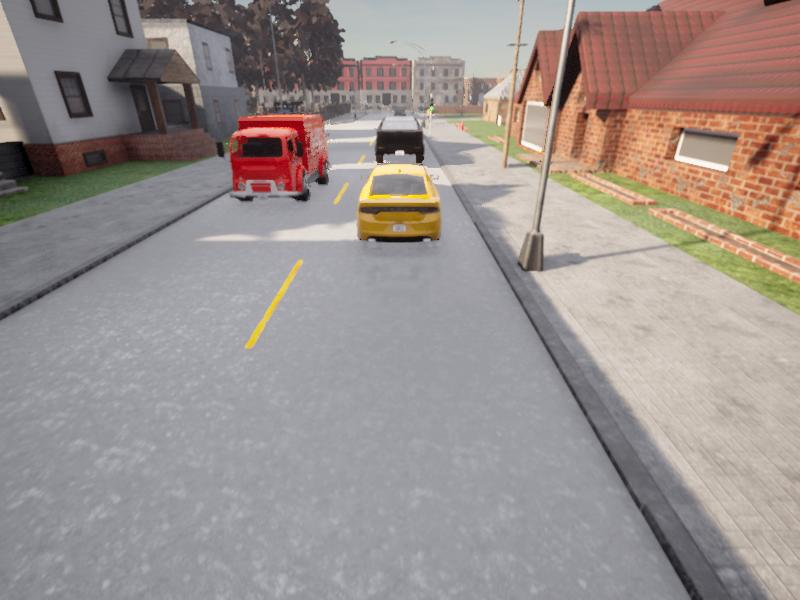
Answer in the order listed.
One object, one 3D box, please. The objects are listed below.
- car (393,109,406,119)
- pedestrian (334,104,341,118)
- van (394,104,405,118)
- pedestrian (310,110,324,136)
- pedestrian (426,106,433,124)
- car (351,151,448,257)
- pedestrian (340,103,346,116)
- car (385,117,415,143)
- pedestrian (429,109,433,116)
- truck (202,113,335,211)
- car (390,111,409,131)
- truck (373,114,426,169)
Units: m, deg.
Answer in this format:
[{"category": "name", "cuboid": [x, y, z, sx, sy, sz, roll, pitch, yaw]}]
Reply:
[{"category": "car", "cuboid": [-0.019, -28.205, 60.605, 1.895, 1.301, 4.718, 0, 27, 0]}, {"category": "pedestrian", "cuboid": [-9.271, -28.126, 59.568, 0.751, 1.860, 0.751, 0, 27, 1]}, {"category": "van", "cuboid": [-0.013, -31.816, 67.408, 1.775, 1.987, 4.442, 0, 27, 0]}, {"category": "pedestrian", "cuboid": [-6.880, -14.644, 33.093, 0.751, 1.860, 0.751, 4, 27, 8]}, {"category": "pedestrian", "cuboid": [3.470, -21.784, 47.092, 0.751, 1.860, 0.751, 3, 27, 6]}, {"category": "car", "cuboid": [-0.012, -2.732, 10.363, 1.882, 1.535, 5.008, 0, 27, 0]}, {"category": "pedestrian", "cuboid": [-9.264, -30.698, 64.612, 0.751, 1.860, 0.751, 0, 27, 0]}, {"category": "car", "cuboid": [-0.013, -13.377, 31.275, 2.128, 1.511, 4.902, 0, 27, 0]}, {"category": "pedestrian", "cuboid": [4.997, -30.420, 64.866, 0.500, 1.100, 0.500, 6, 28, 12]}, {"category": "truck", "cuboid": [-4.009, -4.918, 13.635, 2.627, 2.467, 5.204, 0, 27, 0]}, {"category": "car", "cuboid": [-0.012, -18.444, 41.110, 1.851, 1.617, 3.988, 0, 27, 0]}, {"category": "truck", "cuboid": [-0.012, -8.541, 21.143, 2.390, 2.098, 6.274, 0, 27, 0]}]
